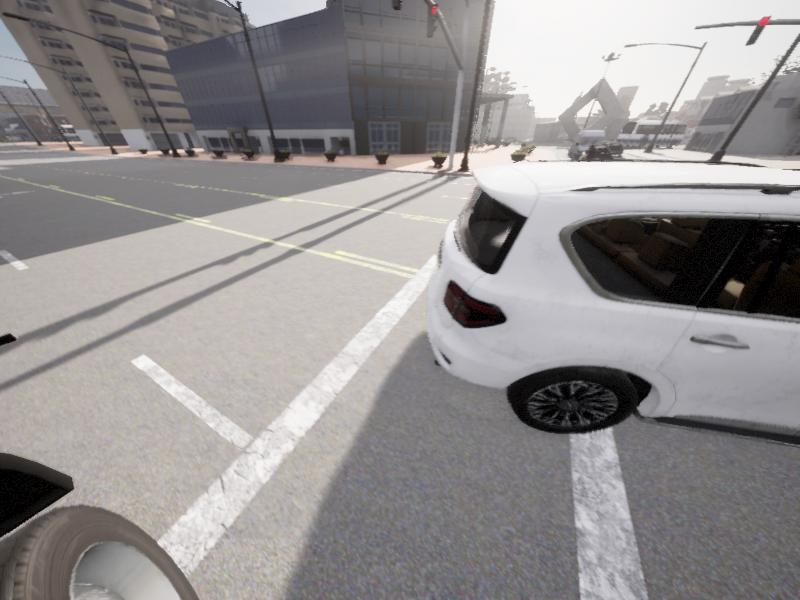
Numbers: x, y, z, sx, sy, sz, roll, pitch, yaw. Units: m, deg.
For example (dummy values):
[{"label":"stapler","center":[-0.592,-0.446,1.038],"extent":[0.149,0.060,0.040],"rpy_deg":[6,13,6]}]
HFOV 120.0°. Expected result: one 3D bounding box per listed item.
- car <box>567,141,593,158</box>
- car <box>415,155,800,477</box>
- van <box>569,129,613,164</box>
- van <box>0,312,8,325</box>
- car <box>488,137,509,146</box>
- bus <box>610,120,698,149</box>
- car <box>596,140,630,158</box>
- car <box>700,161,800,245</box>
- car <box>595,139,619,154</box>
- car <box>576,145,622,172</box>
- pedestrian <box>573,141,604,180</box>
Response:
[{"label":"car","center":[21.810,-18.428,28.169],"extent":[1.845,1.501,3.633],"rpy_deg":[17,39,22]},{"label":"car","center":[3.064,-0.054,2.169],"extent":[5.566,2.045,2.150],"rpy_deg":[5,36,8]},{"label":"van","center":[18.744,-15.369,23.040],"extent":[1.988,2.561,5.915],"rpy_deg":[17,39,22]},{"label":"van","center":[-9.263,-0.901,3.125],"extent":[6.366,2.431,2.351],"rpy_deg":[17,39,22]},{"label":"car","center":[23.695,-38.292,55.814],"extent":[2.242,1.667,4.611],"rpy_deg":[-10,37,-13]},{"label":"bus","center":[47.327,-31.093,43.519],"extent":[10.273,4.253,3.944],"rpy_deg":[0,37,0]},{"label":"car","center":[26.123,-18.736,28.512],"extent":[1.930,1.638,5.238],"rpy_deg":[17,39,23]},{"label":"car","center":[11.130,-3.005,6.758],"extent":[1.816,1.474,4.193],"rpy_deg":[24,42,29]},{"label":"car","center":[29.800,-22.226,33.377],"extent":[1.930,1.638,5.238],"rpy_deg":[21,41,26]},{"label":"car","center":[15.242,-11.083,17.980],"extent":[1.816,1.474,4.193],"rpy_deg":[17,39,22]},{"label":"pedestrian","center":[11.122,-8.230,13.630],"extent":[0.751,1.860,0.751],"rpy_deg":[23,42,29]}]
